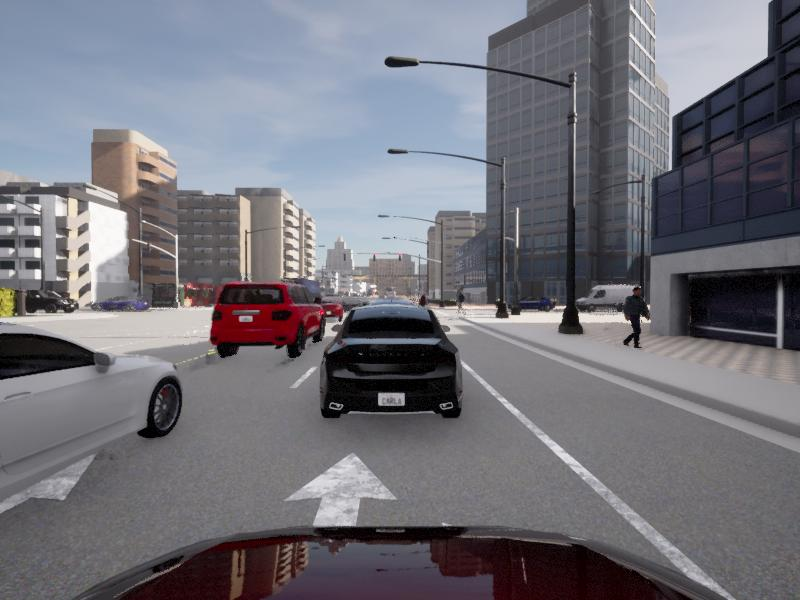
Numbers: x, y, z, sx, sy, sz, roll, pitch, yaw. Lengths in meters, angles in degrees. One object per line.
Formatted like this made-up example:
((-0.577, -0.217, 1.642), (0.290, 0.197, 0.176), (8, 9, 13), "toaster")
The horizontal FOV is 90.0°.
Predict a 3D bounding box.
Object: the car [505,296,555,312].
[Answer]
((12.427, 0.376, 38.379), (4.193, 1.474, 1.816), (0, 1, -1), "car")

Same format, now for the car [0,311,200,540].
((-3.568, 0.868, 3.080), (1.812, 1.442, 4.674), (0, 0, -1), "car")

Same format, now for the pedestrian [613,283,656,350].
((6.708, 0.448, 11.463), (0.751, 1.860, 0.751), (0, 1, -13), "pedestrian")

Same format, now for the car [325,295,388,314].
((-3.816, 0.356, 35.434), (5.238, 1.638, 1.930), (0, 1, 15), "car")

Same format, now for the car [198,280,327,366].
((-3.777, 0.494, 12.341), (2.150, 2.045, 5.566), (0, 1, -1), "car")

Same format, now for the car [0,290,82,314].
((-30.852, 0.145, 34.241), (5.566, 2.045, 2.150), (0, 1, -1), "car")

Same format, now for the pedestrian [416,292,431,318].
((1.659, 0.334, 28.344), (0.751, 1.860, 0.751), (-1, 1, -35), "pedestrian")

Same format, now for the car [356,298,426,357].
((-0.289, 0.737, 13.310), (1.882, 1.535, 5.008), (0, 1, -1), "car")

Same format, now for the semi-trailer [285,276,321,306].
((-15.482, -1.299, 65.223), (2.717, 4.402, 14.254), (0, 0, -2), "semi-trailer")

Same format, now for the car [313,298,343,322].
((-4.860, 0.596, 26.536), (1.812, 1.442, 4.674), (0, 1, -12), "car")

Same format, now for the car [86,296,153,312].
((-26.317, 0.368, 37.710), (4.792, 1.488, 2.163), (0, 1, -1), "car")

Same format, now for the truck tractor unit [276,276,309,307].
((-15.278, -1.173, 57.314), (3.053, 4.208, 6.516), (0, 0, -1), "truck tractor unit")

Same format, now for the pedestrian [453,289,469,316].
((4.301, 0.186, 28.149), (0.751, 1.860, 0.751), (-1, 1, -34), "pedestrian")

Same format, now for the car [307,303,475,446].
((-0.149, 0.835, 6.827), (1.837, 1.490, 4.892), (0, 0, -1), "car")

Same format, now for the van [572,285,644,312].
((19.906, -0.155, 38.479), (5.915, 2.561, 1.988), (0, 1, -1), "van")
